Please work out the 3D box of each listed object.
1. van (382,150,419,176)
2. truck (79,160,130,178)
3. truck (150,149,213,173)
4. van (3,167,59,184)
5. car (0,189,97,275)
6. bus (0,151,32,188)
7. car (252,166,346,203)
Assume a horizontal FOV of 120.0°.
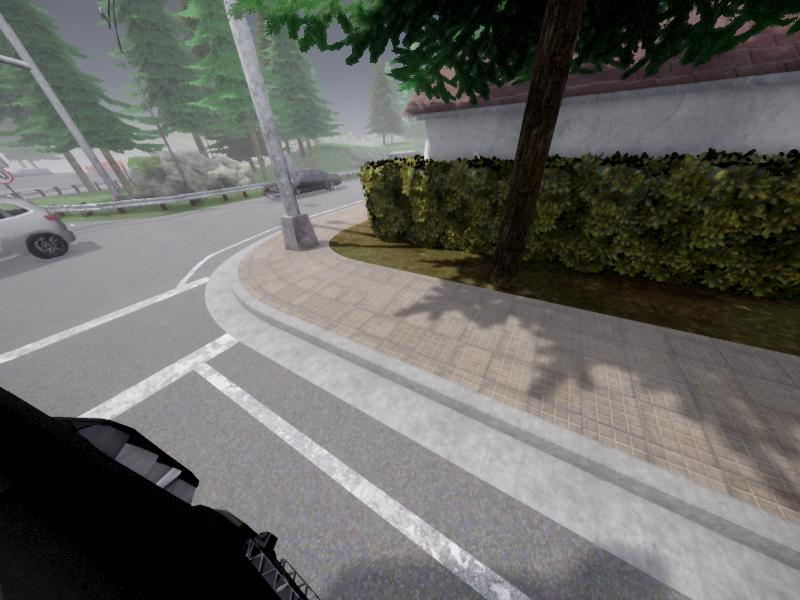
[{"bbox_3d":[0.186,-14.265,23.964,1.775,1.987,4.442,16,39,27],"label":"van"},{"bbox_3d":[-57.344,-25.573,45.026,2.627,2.467,5.204,16,38,26],"label":"truck"},{"bbox_3d":[-45.992,-29.706,49.141,2.891,3.827,8.468,16,38,26],"label":"truck"},{"bbox_3d":[-61.834,-20.907,38.785,1.775,1.987,4.442,16,38,26],"label":"van"},{"bbox_3d":[-11.195,-1.190,5.239,2.242,1.667,4.611,2,34,7],"label":"car"},{"bbox_3d":[-59.014,-16.837,30.381,3.944,4.253,10.273,16,38,26],"label":"bus"},{"bbox_3d":[-6.241,-7.715,15.139,2.033,1.411,5.357,16,38,26],"label":"car"}]
